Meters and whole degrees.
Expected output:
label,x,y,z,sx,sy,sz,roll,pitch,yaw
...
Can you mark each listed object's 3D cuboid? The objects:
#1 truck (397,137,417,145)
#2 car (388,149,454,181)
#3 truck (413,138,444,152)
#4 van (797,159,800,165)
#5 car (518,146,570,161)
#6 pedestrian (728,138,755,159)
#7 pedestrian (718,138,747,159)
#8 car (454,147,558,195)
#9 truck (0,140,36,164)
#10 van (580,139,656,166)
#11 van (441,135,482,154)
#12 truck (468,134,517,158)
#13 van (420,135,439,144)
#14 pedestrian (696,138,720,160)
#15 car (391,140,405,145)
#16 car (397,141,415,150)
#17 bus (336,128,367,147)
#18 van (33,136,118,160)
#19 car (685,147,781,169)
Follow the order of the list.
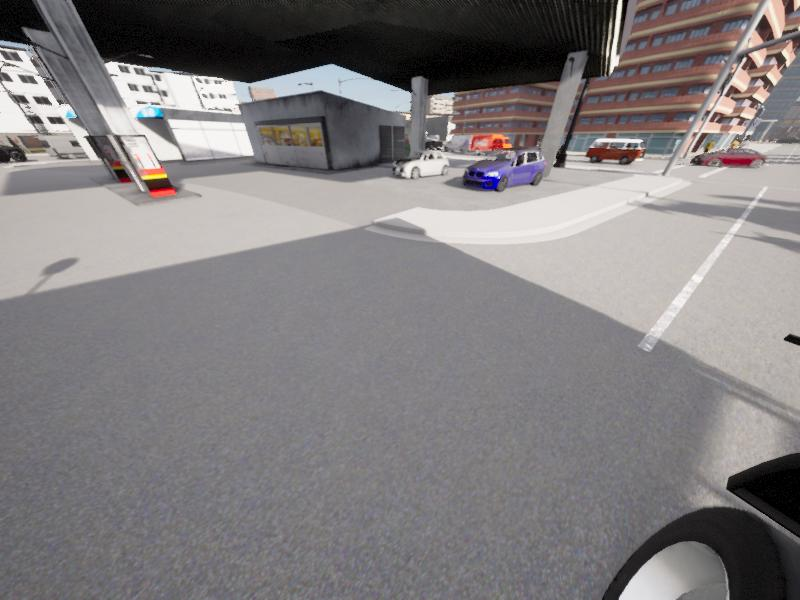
label,x,y,z,sx,sy,sz,roll,pitch,yaw
truck,2.257,-51.484,74.758,6.274,2.098,2.390,-23,41,-27
car,1.378,-8.939,15.190,3.806,1.475,1.970,-22,41,-28
truck,5.358,-30.017,44.585,2.390,2.098,6.274,-23,41,-29
van,39.516,-13.747,21.369,4.480,2.038,2.069,-22,40,-28
car,16.729,-17.231,27.092,1.895,1.301,4.718,-23,41,-29
pedestrian,36.653,-16.264,24.798,0.751,1.860,0.751,28,44,34
pedestrian,36.239,-16.549,25.205,0.751,1.860,0.751,5,36,8
car,5.296,-6.620,11.600,4.611,1.667,2.242,-22,41,-28
truck,-44.871,-15.639,24.534,2.390,2.098,6.274,0,35,0
van,20.754,-14.298,22.264,2.069,2.038,4.480,-23,41,-29
van,10.193,-26.319,39.029,2.351,2.431,6.366,-23,41,-29
truck,12.443,-21.109,31.596,2.627,2.467,5.204,-23,41,-28
van,10.247,-54.971,79.091,6.366,2.431,2.351,-23,41,-27
pedestrian,32.348,-15.887,24.292,0.751,1.860,0.751,-26,43,-32
car,-0.537,-52.512,76.872,4.181,1.385,1.994,-22,41,-27
car,1.264,-33.034,49.380,1.845,1.501,3.633,-23,41,-29
bus,-13.956,-46.098,65.618,3.944,4.253,10.273,-23,41,-29
van,-43.229,-20.565,31.120,1.988,2.561,5.915,9,36,13
car,28.438,-12.297,19.962,4.181,1.385,1.994,12,37,16
